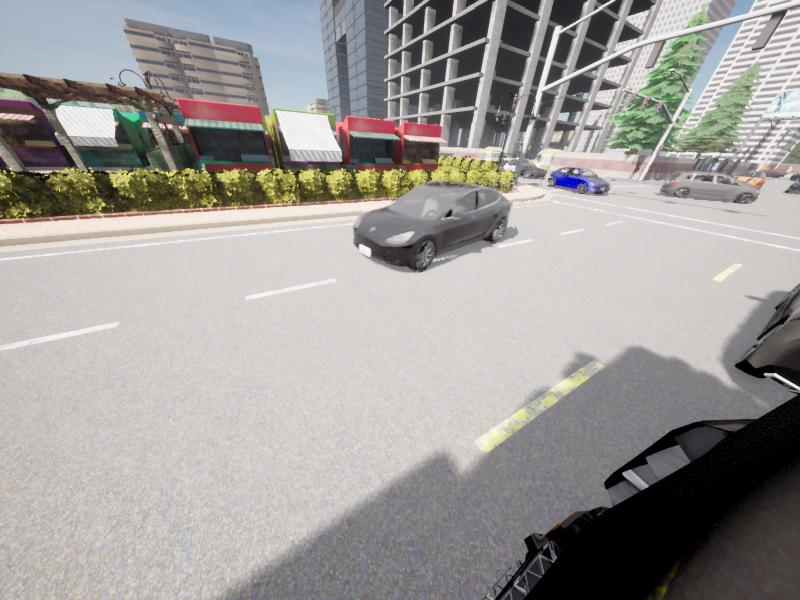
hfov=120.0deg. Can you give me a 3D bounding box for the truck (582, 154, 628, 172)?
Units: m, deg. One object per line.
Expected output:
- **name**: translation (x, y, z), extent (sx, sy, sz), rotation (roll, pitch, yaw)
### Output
- **truck**: translation (37.046, -25.029, 42.012), extent (2.615, 2.467, 5.204), rotation (-15, 38, -25)

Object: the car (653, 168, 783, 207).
- **car**: translation (21.260, -7.845, 15.891), extent (4.611, 1.667, 2.242), rotation (20, 37, 23)

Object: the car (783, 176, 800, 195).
- **car**: translation (39.911, -11.155, 22.505), extent (4.892, 1.490, 1.837), rotation (-15, 38, -25)

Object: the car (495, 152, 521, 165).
- **car**: translation (21.124, -27.823, 45.457), extent (1.905, 1.878, 3.866), rotation (-15, 38, -25)

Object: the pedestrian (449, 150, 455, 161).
- **pedestrian**: translation (10.779, -29.979, 47.854), extent (0.751, 1.860, 0.751), rotation (-15, 38, -25)

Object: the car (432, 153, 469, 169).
- **car**: translation (6.922, -19.466, 32.231), extent (1.930, 1.638, 5.238), rotation (-16, 38, -26)

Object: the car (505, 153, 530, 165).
- **car**: translation (23.687, -28.528, 46.717), extent (1.905, 1.878, 3.866), rotation (-15, 38, -25)

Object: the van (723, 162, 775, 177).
- **van**: translation (81.363, -30.574, 53.995), extent (1.988, 2.561, 5.915), rotation (-15, 38, -25)

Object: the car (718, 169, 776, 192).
- **car**: translation (35.164, -12.198, 23.435), extent (4.553, 1.767, 2.097), rotation (-15, 38, -25)

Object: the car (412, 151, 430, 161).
- **car**: translation (4.334, -29.865, 47.776), extent (1.789, 1.549, 3.705), rotation (-16, 38, -26)

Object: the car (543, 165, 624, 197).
- **car**: translation (12.584, -8.459, 16.272), extent (1.816, 1.474, 4.193), rotation (-4, 35, -11)

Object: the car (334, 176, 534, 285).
- **car**: translation (1.083, -2.182, 5.983), extent (4.792, 1.488, 2.163), rotation (-24, 42, -34)

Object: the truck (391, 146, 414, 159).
- **truck**: translation (0.514, -33.952, 53.145), extent (2.390, 2.098, 6.274), rotation (-16, 38, -26)

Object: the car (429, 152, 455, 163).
- **car**: translation (7.668, -26.489, 42.964), extent (1.882, 1.535, 5.008), rotation (-16, 38, -26)

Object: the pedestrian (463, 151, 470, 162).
- **pedestrian**: translation (12.911, -27.834, 44.788), extent (0.751, 1.860, 0.751), rotation (-15, 38, -25)

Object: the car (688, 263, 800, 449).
- **car**: translation (6.039, 0.332, 2.552), extent (4.902, 1.511, 2.128), rotation (-15, 38, -25)

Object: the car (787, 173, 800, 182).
- **car**: translation (73.544, -22.510, 42.393), extent (4.718, 1.301, 1.895), rotation (-15, 38, -25)

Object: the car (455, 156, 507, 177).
- **car**: translation (8.320, -14.100, 24.348), extent (1.882, 1.535, 5.008), rotation (-16, 38, -26)

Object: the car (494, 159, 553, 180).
- **car**: translation (12.628, -13.662, 24.038), extent (2.038, 1.542, 4.974), rotation (-16, 37, -26)

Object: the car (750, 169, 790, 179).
- **car**: translation (80.126, -27.337, 50.100), extent (1.994, 1.385, 4.181), rotation (-15, 38, -25)

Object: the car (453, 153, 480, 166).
- **car**: translation (10.933, -23.235, 38.251), extent (1.851, 1.617, 3.988), rotation (-16, 38, -26)
